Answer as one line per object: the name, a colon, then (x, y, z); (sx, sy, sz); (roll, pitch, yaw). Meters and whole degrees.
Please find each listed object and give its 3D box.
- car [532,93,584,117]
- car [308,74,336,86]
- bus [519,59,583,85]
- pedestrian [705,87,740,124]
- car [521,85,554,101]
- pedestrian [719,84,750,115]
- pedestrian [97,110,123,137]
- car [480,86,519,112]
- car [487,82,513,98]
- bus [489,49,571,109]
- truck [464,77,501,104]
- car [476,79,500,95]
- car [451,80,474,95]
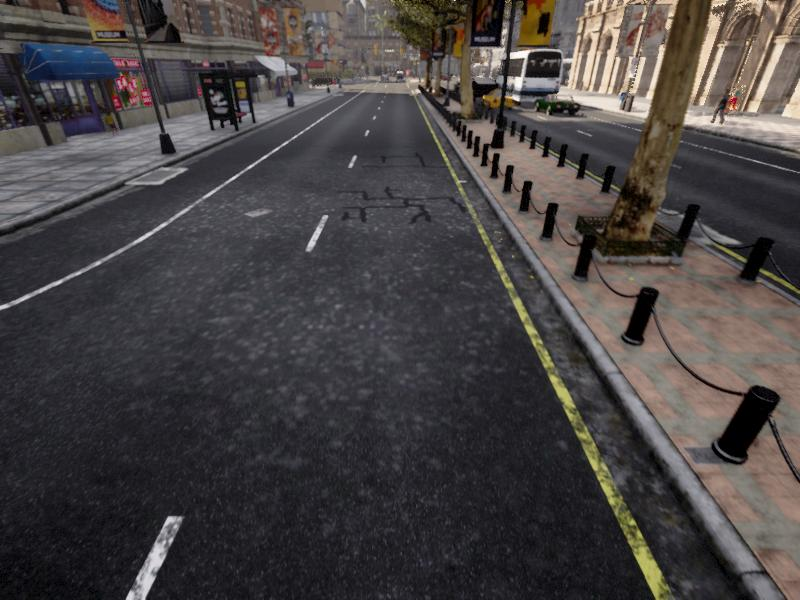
car: (11.501, -14.435, 29.501); (1.895, 1.301, 4.718); (0, 30, 0)
car: (-14.506, -41.090, 74.600); (4.605, 1.855, 1.932); (1, 30, 1)
bus: (28.937, -44.001, 77.265); (10.273, 4.253, 3.944); (0, 30, 0)
pedestrian: (18.516, -11.177, 23.010); (0.751, 1.860, 0.751); (-3, 30, -4)
car: (14.749, -22.379, 43.110); (1.895, 1.301, 4.718); (0, 30, 0)
pedestrian: (22.797, -13.676, 27.297); (0.751, 1.860, 0.751); (1, 30, 2)
pedestrian: (-13.533, -8.239, 18.706); (0.500, 1.100, 0.500); (1, 30, 2)
car: (8.001, -16.466, 32.697); (1.801, 1.575, 5.366); (0, 30, 0)
car: (11.500, -24.383, 46.358); (1.837, 1.490, 4.892); (0, 30, 0)
bus: (11.369, -20.346, 36.701); (3.944, 4.253, 10.273); (0, 30, 0)
truck: (7.999, -20.770, 39.561); (2.390, 2.098, 6.274); (0, 30, 0)
car: (11.501, -28.034, 52.483); (2.033, 1.649, 4.856); (0, 30, 0)
car: (7.997, -27.397, 51.505); (2.128, 1.511, 4.902); (0, 30, 0)
